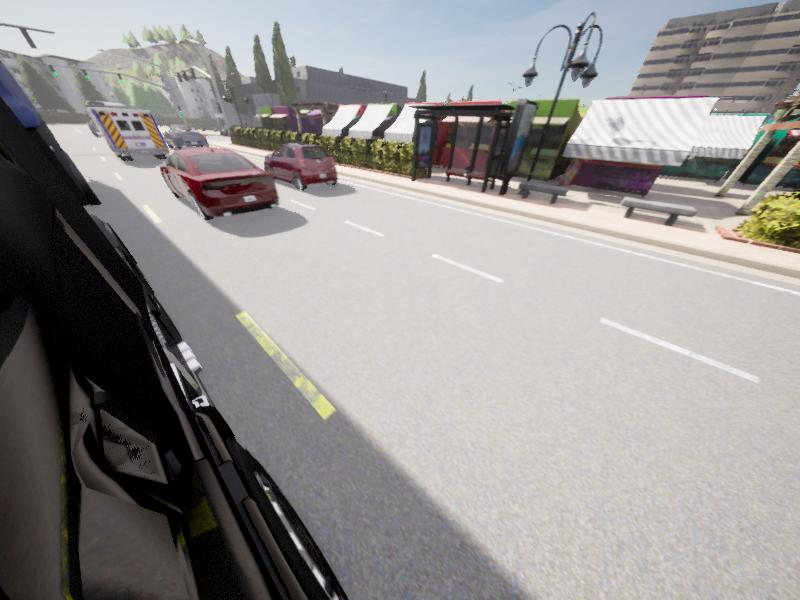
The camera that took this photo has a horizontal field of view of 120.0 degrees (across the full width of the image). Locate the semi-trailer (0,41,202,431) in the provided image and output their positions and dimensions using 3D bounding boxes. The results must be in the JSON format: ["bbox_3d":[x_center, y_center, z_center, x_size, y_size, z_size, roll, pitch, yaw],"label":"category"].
[{"bbox_3d":[-8.727,-3.578,4.209,14.254,4.402,2.717,28,44,30],"label":"semi-trailer"}]

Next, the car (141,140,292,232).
[{"bbox_3d":[-5.614,-3.708,6.968,5.008,1.535,1.882,29,44,31],"label":"car"}]

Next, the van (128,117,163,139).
[{"bbox_3d":[-31.247,-21.120,28.336,4.442,1.987,1.775,30,45,31],"label":"van"}]

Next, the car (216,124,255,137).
[{"bbox_3d":[-26.004,-26.854,36.678,2.007,1.525,4.514,30,45,32],"label":"car"}]

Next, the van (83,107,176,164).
[{"bbox_3d":[-16.971,-10.380,14.466,6.366,2.431,2.351,29,44,31],"label":"van"}]

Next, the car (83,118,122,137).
[{"bbox_3d":[-36.680,-21.200,28.427,5.027,1.651,2.152,29,44,31],"label":"car"}]

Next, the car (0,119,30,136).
[{"bbox_3d":[-42.292,-18.645,24.899,4.181,1.385,1.994,29,44,30],"label":"car"}]

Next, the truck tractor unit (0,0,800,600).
[{"bbox_3d":[-2.645,-0.295,0.351,6.516,4.208,3.053,28,44,30],"label":"truck tractor unit"}]

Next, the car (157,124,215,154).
[{"bbox_3d":[-17.509,-13.202,18.875,5.027,1.651,2.152,31,45,32],"label":"car"}]

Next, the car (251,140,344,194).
[{"bbox_3d":[-4.368,-5.807,9.849,3.633,1.501,1.845,29,44,31],"label":"car"}]

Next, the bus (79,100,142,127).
[{"bbox_3d":[-63.626,-41.193,51.343,3.944,4.253,10.273,-12,39,-18],"label":"bus"}]

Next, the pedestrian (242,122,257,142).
[{"bbox_3d":[-17.693,-19.778,27.146,0.751,1.860,0.751,25,42,27],"label":"pedestrian"}]
